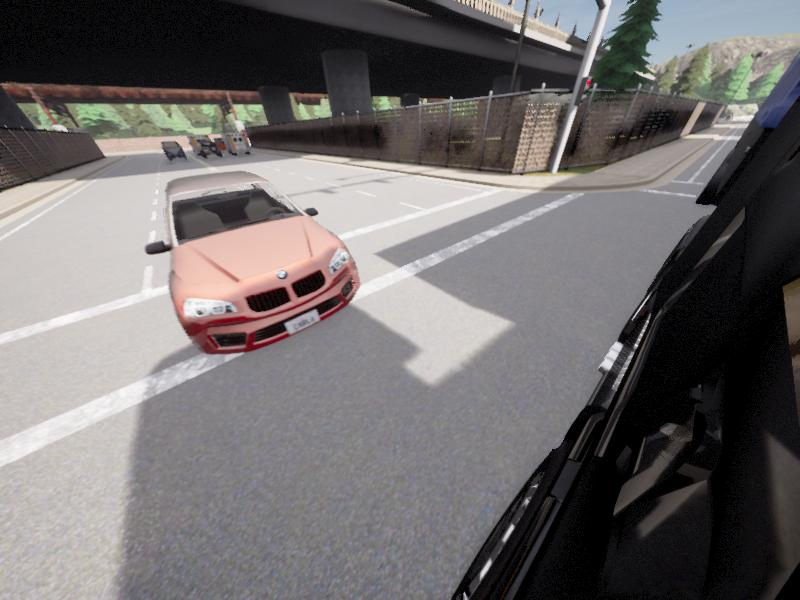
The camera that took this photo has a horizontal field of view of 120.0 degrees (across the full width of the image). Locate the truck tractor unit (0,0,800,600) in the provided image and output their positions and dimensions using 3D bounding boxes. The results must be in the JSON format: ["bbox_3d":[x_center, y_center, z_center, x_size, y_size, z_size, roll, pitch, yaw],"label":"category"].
[{"bbox_3d":[2.645,-0.295,0.351,6.516,4.208,3.053,-28,44,-30],"label":"truck tractor unit"}]

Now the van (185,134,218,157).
[{"bbox_3d":[-29.076,-22.603,33.702,2.351,2.431,6.366,-28,44,-30],"label":"van"}]

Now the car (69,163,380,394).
[{"bbox_3d":[-2.685,-1.128,3.957,2.242,1.667,4.611,-28,43,-30],"label":"car"}]

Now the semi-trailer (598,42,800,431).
[{"bbox_3d":[8.687,-3.618,4.231,14.254,4.402,2.717,-28,44,-30],"label":"semi-trailer"}]

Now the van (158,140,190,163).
[{"bbox_3d":[-25.816,-16.968,26.333,1.775,1.987,4.442,-28,44,-30],"label":"van"}]

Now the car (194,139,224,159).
[{"bbox_3d":[-23.863,-18.847,28.813,1.932,1.855,4.605,-28,44,-30],"label":"car"}]

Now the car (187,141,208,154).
[{"bbox_3d":[-33.919,-25.578,38.667,1.851,1.617,3.988,-28,44,-30],"label":"car"}]

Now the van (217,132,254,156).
[{"bbox_3d":[-22.783,-21.576,31.938,2.351,2.431,6.366,-28,44,-30],"label":"van"}]

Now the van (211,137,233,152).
[{"bbox_3d":[-30.688,-26.772,39.749,1.775,1.987,4.442,-28,44,-30],"label":"van"}]
